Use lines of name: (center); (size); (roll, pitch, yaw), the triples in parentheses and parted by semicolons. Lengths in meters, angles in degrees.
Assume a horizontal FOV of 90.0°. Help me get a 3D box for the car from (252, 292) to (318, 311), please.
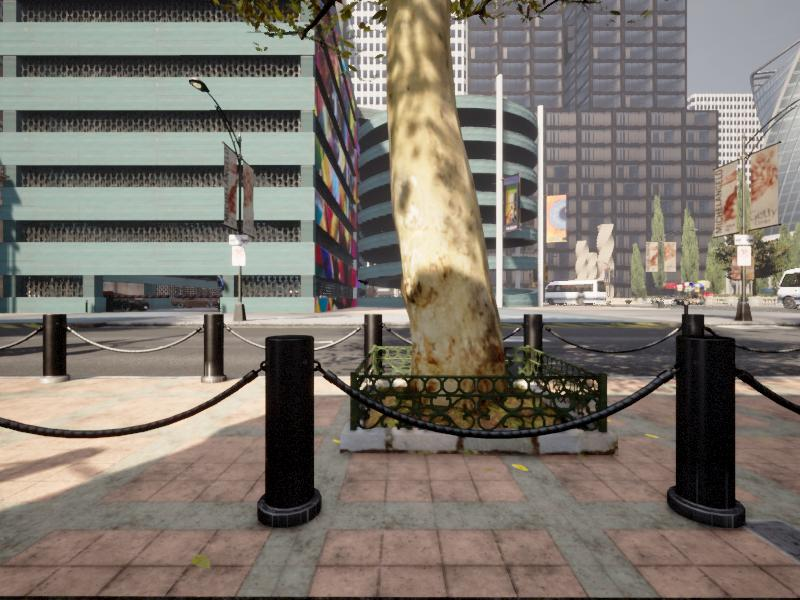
car: (-9.593, 0.117, 33.684); (4.902, 1.511, 2.128); (0, 0, 0)

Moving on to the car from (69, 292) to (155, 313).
car: (-21.193, 0.157, 29.591); (4.786, 1.482, 2.161); (0, 0, 0)

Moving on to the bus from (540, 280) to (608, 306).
bus: (30.063, -1.139, 69.639); (3.944, 4.253, 10.273); (0, 0, -35)

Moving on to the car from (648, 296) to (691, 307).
car: (38.897, 0.221, 57.959); (2.038, 1.542, 4.974); (0, 0, -17)

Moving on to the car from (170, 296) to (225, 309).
car: (-20.752, 0.207, 41.191); (4.718, 1.301, 1.895); (0, 0, 0)

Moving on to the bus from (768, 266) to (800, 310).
bus: (40.428, -1.135, 36.656); (3.944, 4.253, 10.273); (0, 0, 0)
